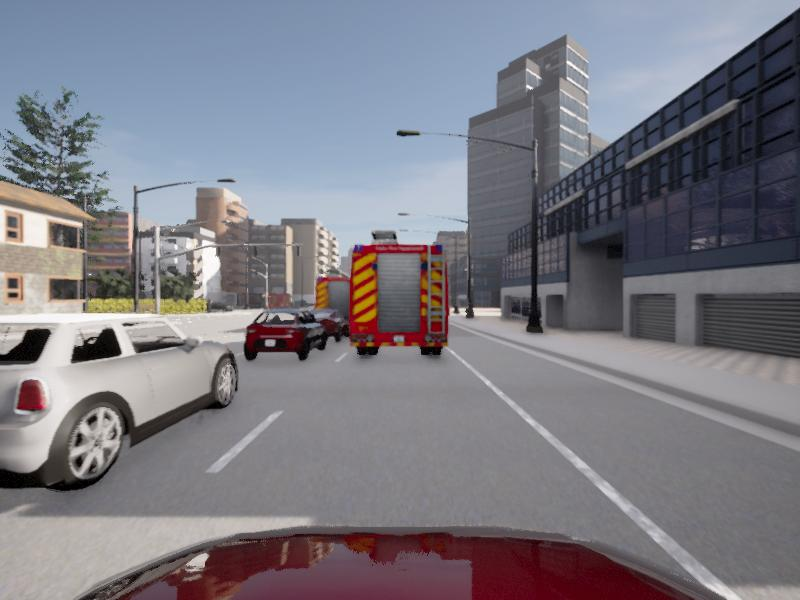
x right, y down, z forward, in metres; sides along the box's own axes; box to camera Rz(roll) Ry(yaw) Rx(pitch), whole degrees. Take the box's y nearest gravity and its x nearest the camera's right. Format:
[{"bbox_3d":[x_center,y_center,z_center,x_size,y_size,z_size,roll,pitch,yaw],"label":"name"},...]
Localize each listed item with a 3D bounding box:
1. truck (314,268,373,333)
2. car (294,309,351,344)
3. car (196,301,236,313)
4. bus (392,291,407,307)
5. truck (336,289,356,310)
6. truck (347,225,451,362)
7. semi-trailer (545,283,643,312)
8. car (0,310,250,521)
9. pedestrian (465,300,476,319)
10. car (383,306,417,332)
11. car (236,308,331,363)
[{"bbox_3d":[-3.607,0.058,27.812,2.891,3.827,8.468,0,0,0],"label":"truck"},{"bbox_3d":[-3.538,1.142,19.098,1.812,1.442,4.674,0,-1,0],"label":"car"},{"bbox_3d":[-27.803,1.033,60.649,5.027,1.651,2.152,0,1,1],"label":"car"},{"bbox_3d":[-0.127,-0.170,108.763,3.944,4.253,10.273,0,0,0],"label":"bus"},{"bbox_3d":[-10.520,-0.104,78.406,2.891,3.827,8.468,0,0,0],"label":"truck"},{"bbox_3d":[-0.002,-0.118,15.445,2.891,3.827,8.468,0,-1,0],"label":"truck"},{"bbox_3d":[30.781,-0.392,63.696,14.254,4.402,2.717,0,1,0],"label":"semi-trailer"},{"bbox_3d":[-3.503,0.883,4.809,1.970,1.475,3.806,0,-1,0],"label":"car"},{"bbox_3d":[6.821,0.909,38.672,0.751,1.860,0.751,0,1,-19],"label":"pedestrian"},{"bbox_3d":[-0.007,1.196,26.808,2.038,1.542,4.974,0,0,0],"label":"car"},{"bbox_3d":[-3.503,1.007,12.875,1.816,1.474,4.193,0,-1,0],"label":"car"}]
